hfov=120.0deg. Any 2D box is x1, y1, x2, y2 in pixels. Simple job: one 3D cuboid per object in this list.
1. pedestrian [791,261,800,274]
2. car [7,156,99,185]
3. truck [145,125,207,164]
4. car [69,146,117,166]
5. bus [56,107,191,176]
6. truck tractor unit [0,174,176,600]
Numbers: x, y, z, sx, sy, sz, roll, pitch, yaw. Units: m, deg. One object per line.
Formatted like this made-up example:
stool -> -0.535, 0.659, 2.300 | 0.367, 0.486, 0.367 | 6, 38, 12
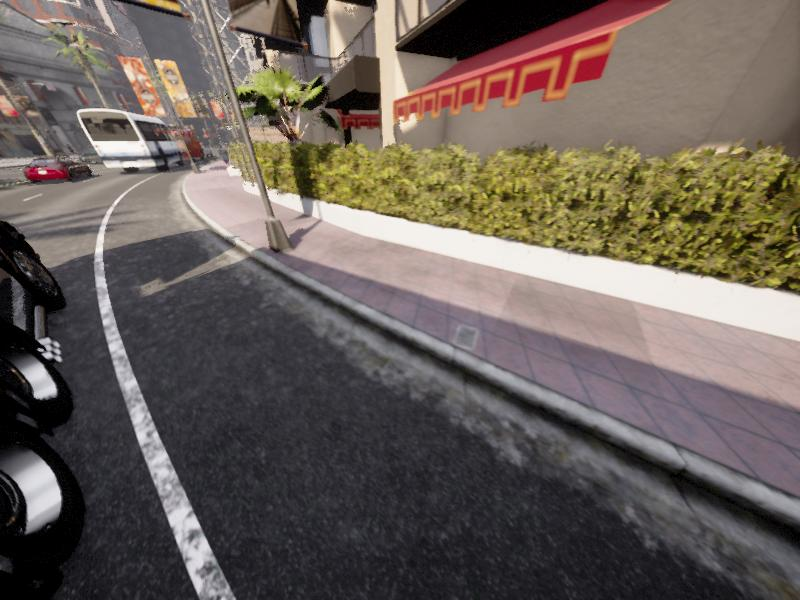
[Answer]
pedestrian -> 7.966, -1.089, 3.660 | 0.751, 1.860, 0.751 | 16, 38, 22
car -> -24.144, -9.302, 16.379 | 1.994, 1.385, 4.181 | -18, 38, -24
truck -> -29.243, -20.765, 30.826 | 2.891, 3.827, 8.468 | -15, 37, -20
car -> -36.470, -17.331, 27.668 | 2.097, 1.767, 4.553 | -22, 40, -29
bus -> -24.228, -14.682, 21.630 | 3.944, 4.253, 10.273 | -16, 38, -21
truck tractor unit -> -4.947, -0.440, 0.973 | 6.516, 4.208, 3.053 | 25, 42, 31
